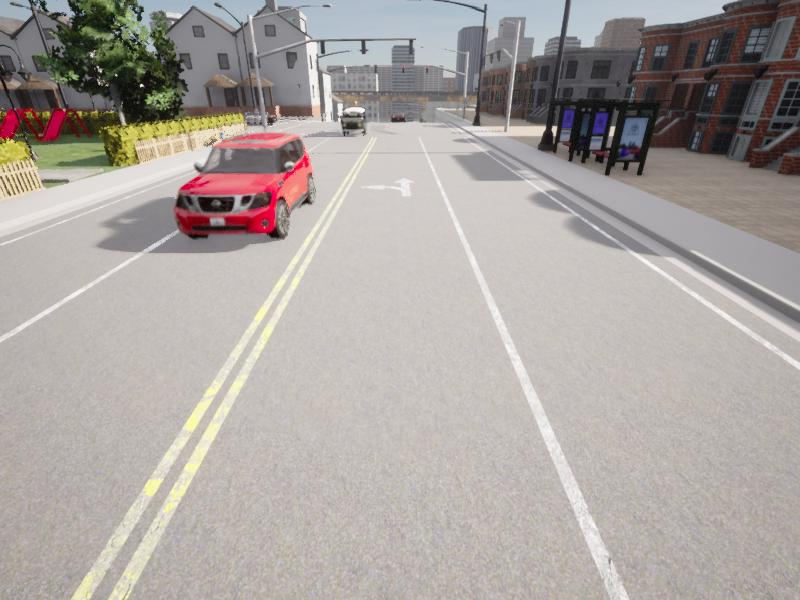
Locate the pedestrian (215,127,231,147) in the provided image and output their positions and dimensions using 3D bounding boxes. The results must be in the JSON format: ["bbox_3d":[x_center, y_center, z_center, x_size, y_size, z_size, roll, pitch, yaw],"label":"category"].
[{"bbox_3d":[-10.744,-9.875,24.274,0.500,1.100,0.500,1,27,3],"label":"pedestrian"}]

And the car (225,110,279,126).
[{"bbox_3d":[-16.158,-19.981,43.872,4.974,1.542,2.038,0,27,0],"label":"car"}]

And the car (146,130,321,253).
[{"bbox_3d":[-3.757,-3.164,10.551,2.150,2.045,5.566,0,27,0],"label":"car"}]

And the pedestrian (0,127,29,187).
[{"bbox_3d":[-13.851,-4.999,13.956,0.751,1.860,0.751,-18,32,-31],"label":"pedestrian"}]

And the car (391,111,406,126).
[{"bbox_3d":[-0.197,-24.364,53.909,1.895,1.301,4.718,0,18,0],"label":"car"}]

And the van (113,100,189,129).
[{"bbox_3d":[-25.081,-18.848,40.566,5.915,2.561,1.988,0,27,0],"label":"van"}]

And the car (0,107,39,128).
[{"bbox_3d":[-40.323,-18.586,40.795,4.605,1.855,1.932,0,27,1],"label":"car"}]

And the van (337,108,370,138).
[{"bbox_3d":[-3.727,-14.608,32.848,2.069,2.038,4.480,0,27,0],"label":"van"}]
